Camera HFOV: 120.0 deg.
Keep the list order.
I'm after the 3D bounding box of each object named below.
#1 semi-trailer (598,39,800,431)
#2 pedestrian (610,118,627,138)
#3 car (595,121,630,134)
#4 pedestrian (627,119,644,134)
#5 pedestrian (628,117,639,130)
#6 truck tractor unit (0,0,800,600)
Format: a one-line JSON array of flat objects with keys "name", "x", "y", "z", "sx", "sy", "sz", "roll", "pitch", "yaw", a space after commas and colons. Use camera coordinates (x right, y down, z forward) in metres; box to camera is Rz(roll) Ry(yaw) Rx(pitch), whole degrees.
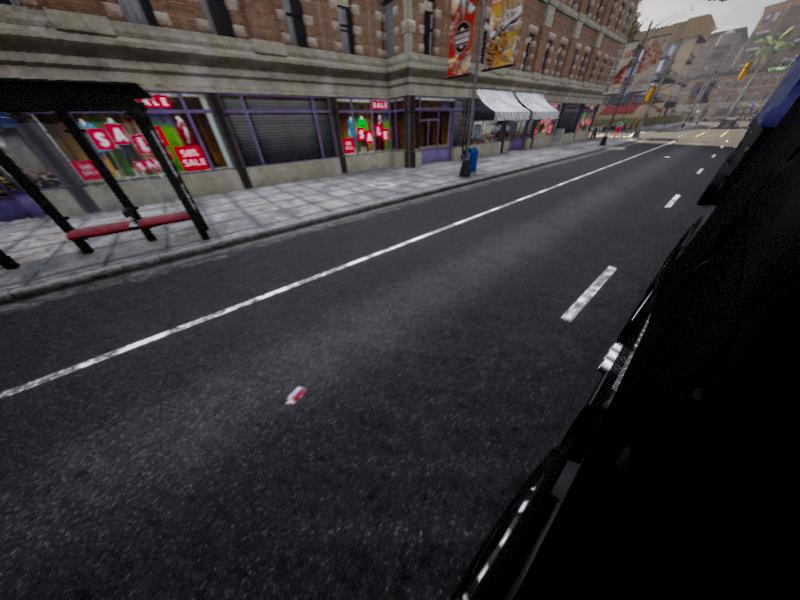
[{"name": "semi-trailer", "x": 8.707, "y": -3.590, "z": 4.232, "sx": 14.254, "sy": 4.402, "sz": 2.717, "roll": -28, "pitch": 44, "yaw": -30}, {"name": "pedestrian", "x": 26.186, "y": -20.561, "z": 27.687, "sx": 0.751, "sy": 1.860, "sz": 0.751, "roll": -29, "pitch": 44, "yaw": -30}, {"name": "car", "x": 36.311, "y": -29.486, "z": 39.548, "sx": 1.789, "sy": 1.549, "sz": 3.705, "roll": -28, "pitch": 44, "yaw": -30}, {"name": "pedestrian", "x": 35.712, "y": -26.311, "z": 35.051, "sx": 0.751, "sy": 1.860, "sz": 0.751, "roll": -10, "pitch": 37, "yaw": -10}, {"name": "pedestrian", "x": 44.580, "y": -33.662, "z": 44.081, "sx": 0.751, "sy": 1.860, "sz": 0.751, "roll": 15, "pitch": 40, "yaw": 22}, {"name": "truck tractor unit", "x": 2.645, "y": -0.295, "z": 0.351, "sx": 6.516, "sy": 4.208, "sz": 3.053, "roll": -28, "pitch": 44, "yaw": -30}]
